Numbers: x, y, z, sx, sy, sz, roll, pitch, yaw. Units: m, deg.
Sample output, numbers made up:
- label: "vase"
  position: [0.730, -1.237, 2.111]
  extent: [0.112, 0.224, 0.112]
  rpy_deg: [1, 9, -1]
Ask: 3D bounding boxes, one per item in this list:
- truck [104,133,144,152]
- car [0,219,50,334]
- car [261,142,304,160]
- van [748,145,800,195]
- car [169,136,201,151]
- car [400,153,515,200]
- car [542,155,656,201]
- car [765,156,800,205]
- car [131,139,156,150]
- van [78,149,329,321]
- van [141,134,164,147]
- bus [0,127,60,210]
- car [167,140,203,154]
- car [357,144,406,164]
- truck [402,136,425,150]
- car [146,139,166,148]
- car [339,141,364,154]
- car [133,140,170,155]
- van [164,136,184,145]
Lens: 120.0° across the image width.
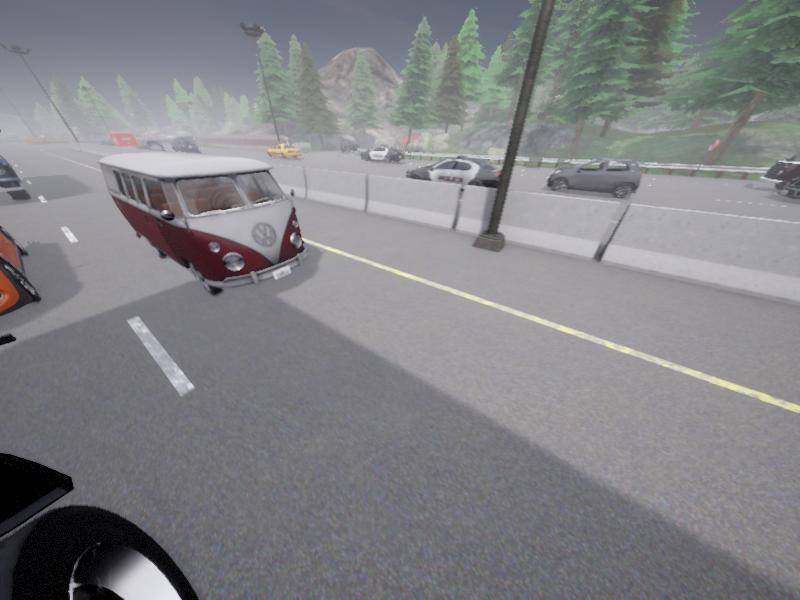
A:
- label: "truck"
  position: [-46.582, -26.669, 38.985]
  extent: [5.204, 2.467, 2.627]
  rpy_deg: [22, 41, 28]
- label: "car"
  position: [-7.681, -0.726, 3.288]
  extent: [4.553, 1.767, 2.097]
  rpy_deg: [22, 41, 28]
- label: "car"
  position: [-14.236, -18.081, 27.962]
  extent: [5.366, 1.575, 1.801]
  rpy_deg: [22, 41, 28]
- label: "van"
  position: [21.478, -6.163, 11.089]
  extent: [4.480, 2.038, 2.069]
  rpy_deg: [22, 41, 28]
- label: "car"
  position: [-38.805, -28.252, 41.683]
  extent: [5.566, 2.045, 2.150]
  rpy_deg: [22, 41, 28]
- label: "car"
  position: [2.623, -6.267, 11.467]
  extent: [4.974, 1.542, 2.038]
  rpy_deg: [22, 41, 28]
- label: "car"
  position: [9.304, -6.000, 11.170]
  extent: [3.633, 1.501, 1.845]
  rpy_deg: [22, 41, 28]
- label: "car"
  position: [19.151, -4.496, 9.028]
  extent: [4.611, 1.667, 2.242]
  rpy_deg: [22, 41, 28]
- label: "car"
  position: [-49.148, -29.796, 44.186]
  extent: [5.366, 1.575, 1.801]
  rpy_deg: [23, 41, 29]
- label: "van"
  position: [-3.744, -1.659, 4.488]
  extent: [4.442, 1.987, 1.775]
  rpy_deg: [22, 41, 28]
- label: "van"
  position: [-59.854, -38.786, 56.019]
  extent: [2.351, 2.431, 6.366]
  rpy_deg: [-22, 41, -28]
- label: "bus"
  position: [-19.191, -6.517, 9.219]
  extent: [10.273, 4.253, 3.944]
  rpy_deg: [23, 41, 27]
- label: "car"
  position: [-32.240, -22.971, 34.607]
  extent: [4.611, 1.667, 2.242]
  rpy_deg: [22, 41, 28]
- label: "car"
  position: [-1.973, -15.534, 24.535]
  extent: [4.974, 1.542, 2.038]
  rpy_deg: [22, 41, 28]
- label: "truck"
  position: [3.015, -34.848, 51.106]
  extent: [2.627, 2.467, 5.204]
  rpy_deg: [21, 40, 26]
- label: "car"
  position: [-52.703, -33.827, 49.888]
  extent: [4.892, 1.490, 1.837]
  rpy_deg: [27, 43, 33]
- label: "car"
  position: [-7.918, -24.929, 37.742]
  extent: [1.789, 1.549, 3.705]
  rpy_deg: [21, 40, 26]
- label: "car"
  position: [-35.510, -21.823, 32.982]
  extent: [4.856, 1.649, 2.033]
  rpy_deg: [22, 41, 28]
- label: "van"
  position: [-66.303, -47.004, 67.927]
  extent: [2.069, 2.038, 4.480]
  rpy_deg: [-8, 36, -11]
